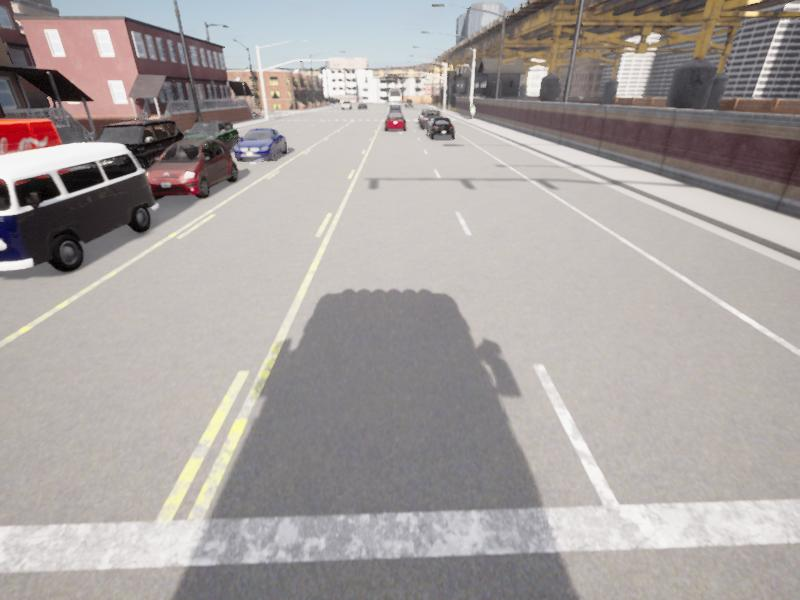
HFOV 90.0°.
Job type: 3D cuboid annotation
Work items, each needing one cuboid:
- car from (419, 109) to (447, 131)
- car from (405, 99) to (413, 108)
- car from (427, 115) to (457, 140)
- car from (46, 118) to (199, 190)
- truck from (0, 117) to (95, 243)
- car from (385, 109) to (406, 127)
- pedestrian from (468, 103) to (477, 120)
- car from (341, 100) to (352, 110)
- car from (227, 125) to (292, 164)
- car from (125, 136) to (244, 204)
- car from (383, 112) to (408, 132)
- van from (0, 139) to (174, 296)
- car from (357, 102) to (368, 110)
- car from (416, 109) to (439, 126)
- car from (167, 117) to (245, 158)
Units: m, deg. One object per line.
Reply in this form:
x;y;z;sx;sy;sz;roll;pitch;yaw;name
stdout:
3.071;-17.276;38.288;2.242;1.667;4.611;0;27;-1;car
2.332;-49.248;100.094;1.905;1.878;3.866;0;27;-1;car
3.156;-13.364;30.946;1.812;1.442;4.674;0;27;-1;car
-10.648;-6.075;16.180;2.150;2.045;5.566;0;27;0;car
-10.464;-2.660;9.094;2.627;2.467;5.204;0;27;1;truck
-0.490;-19.718;43.207;2.128;1.511;4.902;0;27;-1;car
8.824;-23.007;48.799;0.751;1.860;0.751;-9;29;-16;pedestrian
-11.505;-42.138;86.325;1.932;1.855;4.605;0;27;-1;car
-7.215;-8.268;21.084;1.812;1.442;4.674;0;27;-1;car
-7.141;-4.626;13.842;1.851;1.617;3.988;0;27;-1;car
-0.416;-16.562;37.117;2.163;1.488;4.792;0;27;-1;car
-7.076;-2.005;8.284;2.069;2.038;4.480;0;27;-1;van
-8.002;-41.851;86.290;1.994;1.385;4.181;0;27;-1;car
2.997;-20.318;44.364;2.128;1.511;4.902;0;27;-1;car
-10.746;-9.276;22.666;2.097;1.767;4.553;0;27;-1;car
